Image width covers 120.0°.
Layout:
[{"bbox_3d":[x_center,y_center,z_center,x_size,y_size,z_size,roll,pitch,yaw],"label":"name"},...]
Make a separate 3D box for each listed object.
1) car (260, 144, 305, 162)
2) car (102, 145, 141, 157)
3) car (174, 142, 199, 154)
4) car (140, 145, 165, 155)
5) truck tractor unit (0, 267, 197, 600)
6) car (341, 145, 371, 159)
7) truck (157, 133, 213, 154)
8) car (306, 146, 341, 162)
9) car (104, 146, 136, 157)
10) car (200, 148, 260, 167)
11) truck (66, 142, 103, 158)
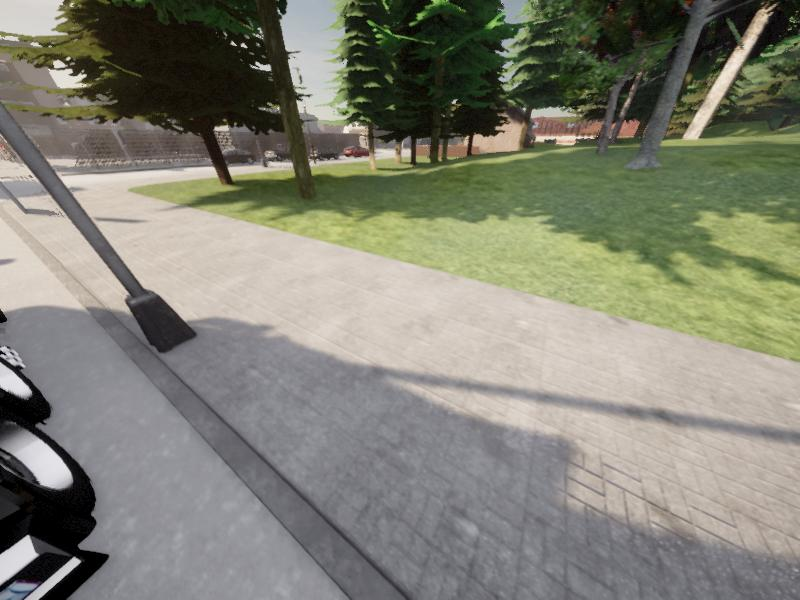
[{"bbox_3d":[-15.036,-19.100,29.914,1.932,1.855,4.605,19,39,25],"label":"car"},{"bbox_3d":[-48.228,-25.828,40.027,1.789,1.547,3.705,19,39,25],"label":"car"},{"bbox_3d":[-43.000,-30.565,46.504,3.866,1.878,1.905,19,39,25],"label":"car"},{"bbox_3d":[-46.428,-28.177,43.402,3.633,1.501,1.845,19,39,25],"label":"car"},{"bbox_3d":[-5.114,-0.298,0.772,6.516,4.208,3.053,18,39,24],"label":"truck tractor unit"},{"bbox_3d":[-6.538,-22.490,35.014,2.007,1.525,4.514,18,39,24],"label":"car"},{"bbox_3d":[-49.925,-36.668,54.120,2.891,3.827,8.468,19,39,25],"label":"truck"},{"bbox_3d":[-10.003,-19.362,30.483,1.851,1.617,3.988,19,39,25],"label":"car"},{"bbox_3d":[-48.481,-25.704,39.976,5.357,1.415,2.033,19,39,25],"label":"car"},{"bbox_3d":[-18.491,-15.712,25.415,1.837,1.490,4.892,18,39,25],"label":"car"},{"bbox_3d":[-50.662,-24.058,37.087,4.478,2.038,2.069,19,39,25],"label":"truck"}]
